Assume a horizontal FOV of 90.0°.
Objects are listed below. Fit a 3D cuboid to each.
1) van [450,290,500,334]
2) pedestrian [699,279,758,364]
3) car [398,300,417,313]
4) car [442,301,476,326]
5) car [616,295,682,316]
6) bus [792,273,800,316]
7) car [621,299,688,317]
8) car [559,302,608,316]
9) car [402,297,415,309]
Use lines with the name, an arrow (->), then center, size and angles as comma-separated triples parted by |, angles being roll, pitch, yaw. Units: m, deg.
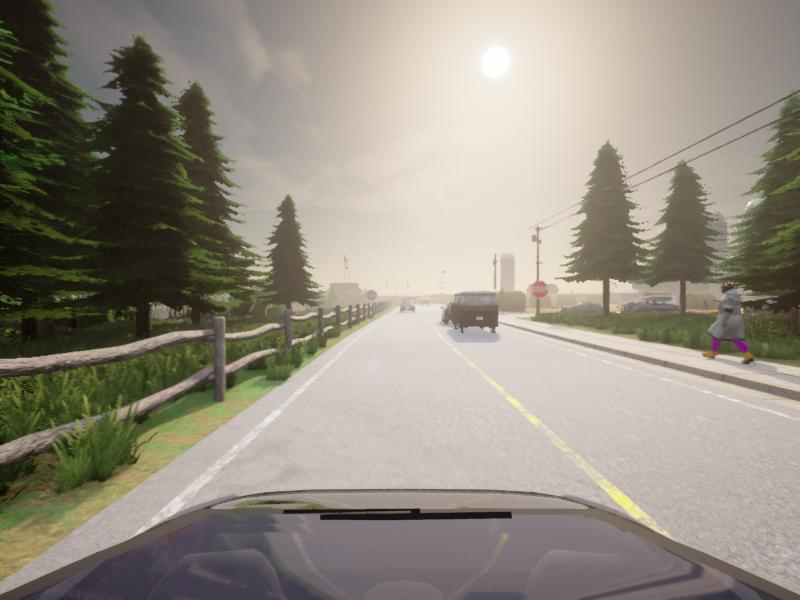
van -> 3.643, 0.564, 20.221 | 1.775, 1.987, 4.442 | 0, 0, 1
pedestrian -> 7.527, 0.473, 9.191 | 0.751, 1.860, 0.751 | 0, 0, -17
car -> 0.945, 0.772, 49.041 | 2.128, 1.511, 4.902 | 0, 0, 2
car -> 3.825, 0.806, 26.744 | 1.837, 1.490, 4.892 | 0, 0, 3
car -> 25.899, 0.548, 41.672 | 5.566, 2.045, 2.150 | 0, 0, -1
bus -> 44.938, -0.551, 38.648 | 10.273, 4.253, 3.944 | 0, 0, -1
car -> 24.192, 0.762, 38.189 | 5.027, 1.651, 2.152 | 0, 0, 0
car -> 19.008, 0.887, 41.553 | 4.181, 1.385, 1.994 | 0, 0, -2
car -> 1.475, 0.486, 66.633 | 2.150, 2.045, 5.566 | 0, 0, 2
